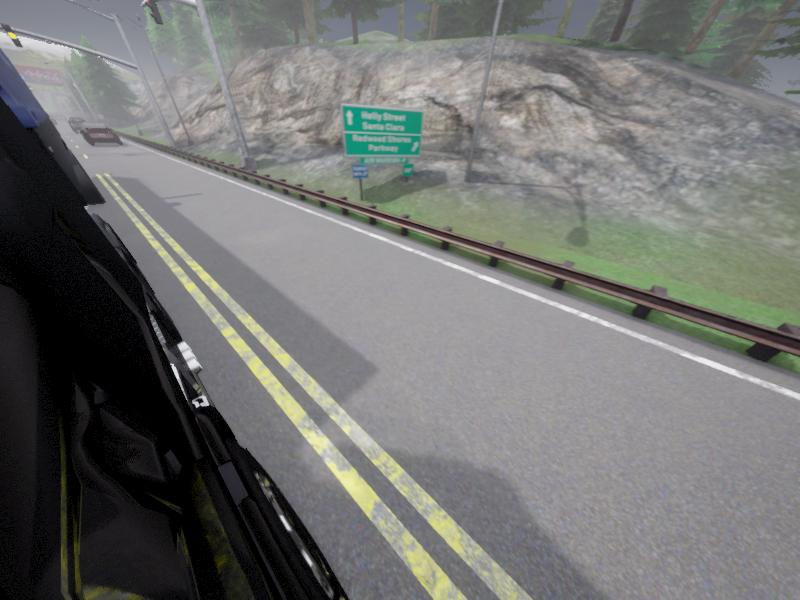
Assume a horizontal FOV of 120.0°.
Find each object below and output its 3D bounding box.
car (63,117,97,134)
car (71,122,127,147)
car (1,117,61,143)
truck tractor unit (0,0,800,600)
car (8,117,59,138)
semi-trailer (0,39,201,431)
[{"bbox_3d":[-41.951,-22.908,30.281,3.988,1.617,1.851,28,44,30],"label":"car"},{"bbox_3d":[-26.139,-14.424,20.043,4.792,1.488,2.163,28,44,30],"label":"car"},{"bbox_3d":[-31.752,-14.735,19.991,4.856,1.649,2.033,28,44,30],"label":"car"},{"bbox_3d":[-2.645,-0.295,0.352,6.516,4.208,3.053,28,44,30],"label":"truck tractor unit"},{"bbox_3d":[-36.969,-17.470,23.414,4.902,1.511,2.128,28,44,30],"label":"car"},{"bbox_3d":[-8.674,-3.619,4.255,14.254,4.402,2.717,28,44,30],"label":"semi-trailer"}]
